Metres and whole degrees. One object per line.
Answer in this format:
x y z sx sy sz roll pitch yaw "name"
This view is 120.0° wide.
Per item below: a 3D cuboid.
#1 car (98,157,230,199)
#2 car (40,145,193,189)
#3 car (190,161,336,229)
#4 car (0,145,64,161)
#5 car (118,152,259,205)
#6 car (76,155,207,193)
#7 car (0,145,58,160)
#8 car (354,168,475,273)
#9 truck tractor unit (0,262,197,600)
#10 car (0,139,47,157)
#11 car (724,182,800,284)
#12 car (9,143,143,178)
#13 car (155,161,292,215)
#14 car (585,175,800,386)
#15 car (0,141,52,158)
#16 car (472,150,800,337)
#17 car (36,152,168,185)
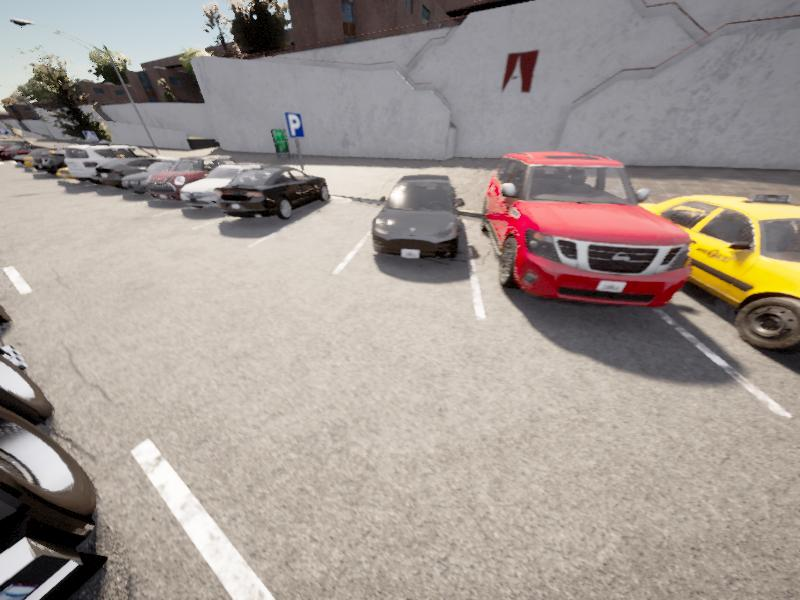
-12.358 -6.856 12.696 2.002 1.452 4.674 6 35 8 "car"
-17.561 -8.833 15.019 2.435 2.045 5.566 6 35 8 "car"
-4.572 -4.338 8.950 2.097 1.535 5.008 6 35 8 "car"
-46.160 -18.244 28.538 2.163 1.488 4.792 7 35 8 "car"
-9.757 -6.160 11.389 2.185 1.767 4.553 6 35 8 "car"
-14.966 -7.742 13.948 2.163 1.488 4.792 6 35 8 "car"
-48.763 -19.136 29.780 2.002 1.452 4.674 6 35 8 "car"
0.628 -2.610 6.463 2.163 1.488 4.792 6 35 8 "car"
-5.113 -0.298 0.787 6.516 4.208 3.053 18 39 24 "truck tractor unit"
-53.903 -21.180 32.140 1.878 1.987 4.442 6 35 8 "car"
8.451 -0.210 2.903 1.946 1.575 5.366 6 35 8 "car"
-25.361 -11.406 18.651 2.435 2.045 5.566 7 35 8 "car"
-7.164 -5.157 10.220 2.002 1.452 4.674 6 35 8 "car"
5.796 -0.854 3.836 1.946 1.575 5.366 6 35 8 "car"
-51.346 -20.136 30.870 2.185 1.767 4.553 6 35 8 "car"
3.229 -1.995 5.066 2.435 2.045 5.566 6 35 8 "car"
-20.196 -9.376 16.216 1.946 1.575 5.366 6 35 8 "car"
